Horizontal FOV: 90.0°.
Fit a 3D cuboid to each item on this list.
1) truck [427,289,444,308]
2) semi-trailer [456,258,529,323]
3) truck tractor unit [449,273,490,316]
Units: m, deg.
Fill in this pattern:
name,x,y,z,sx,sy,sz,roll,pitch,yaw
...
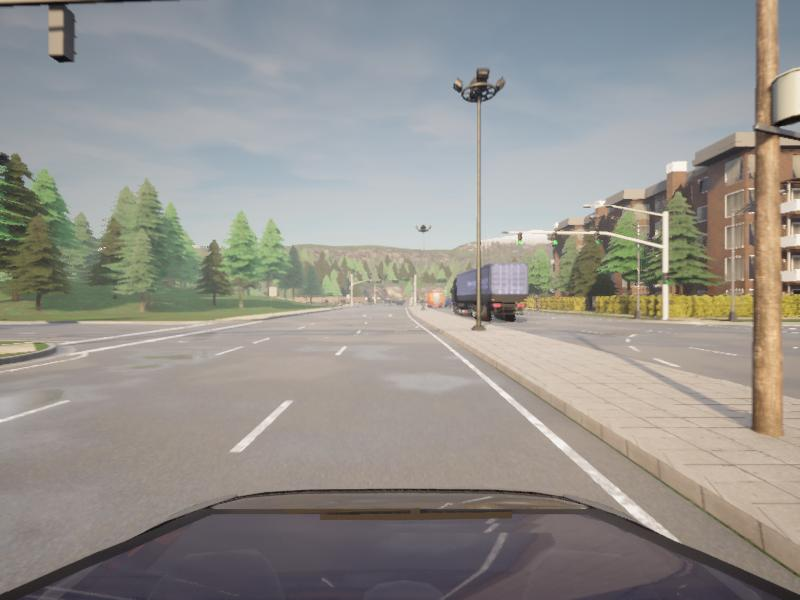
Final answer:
name,x,y,z,sx,sy,sz,roll,pitch,yaw
truck,7.498,-0.316,85.814,2.891,3.827,8.468,0,0,1
semi-trailer,7.282,-0.620,34.227,2.717,4.402,14.254,0,0,-1
truck tractor unit,7.161,-0.520,42.145,3.053,4.208,6.516,0,0,0
